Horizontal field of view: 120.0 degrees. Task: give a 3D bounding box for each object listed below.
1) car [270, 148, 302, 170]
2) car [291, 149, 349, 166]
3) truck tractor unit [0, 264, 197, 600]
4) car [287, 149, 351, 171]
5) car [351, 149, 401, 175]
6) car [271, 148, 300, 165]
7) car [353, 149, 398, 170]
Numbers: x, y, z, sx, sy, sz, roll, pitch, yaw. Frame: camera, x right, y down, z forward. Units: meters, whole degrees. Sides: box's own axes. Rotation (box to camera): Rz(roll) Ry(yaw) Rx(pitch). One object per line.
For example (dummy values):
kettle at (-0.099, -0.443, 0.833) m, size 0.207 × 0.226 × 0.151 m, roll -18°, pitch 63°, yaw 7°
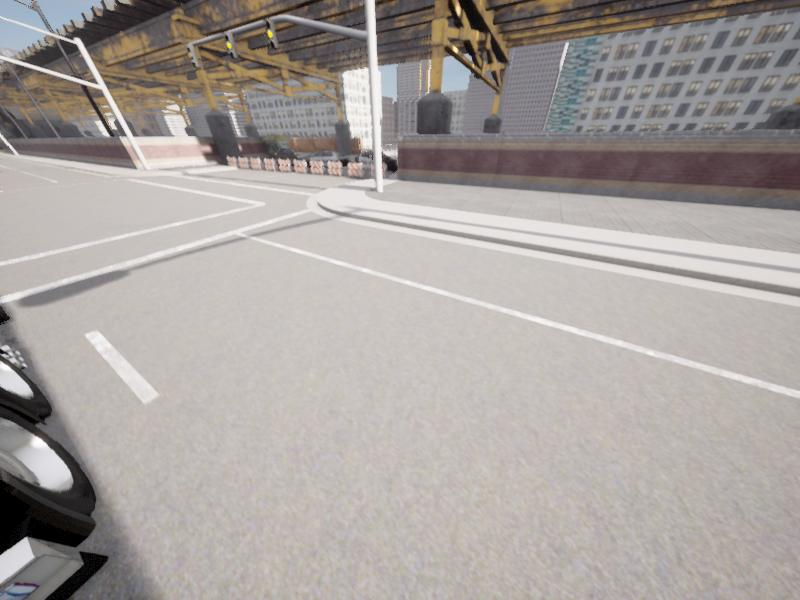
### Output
car at (-11.105, -14.034, 22.797) m, size 2.038 × 1.542 × 4.974 m, roll -10°, pitch 36°, yaw -13°
car at (-7.059, -12.866, 20.819) m, size 4.536 × 1.218 × 1.853 m, roll -4°, pitch 35°, yaw -5°
truck tractor unit at (-5.110, -0.302, 0.780) m, size 6.516 × 4.208 × 3.053 m, roll 18°, pitch 39°, yaw 24°
car at (-7.109, -12.733, 20.904) m, size 4.974 × 1.542 × 2.038 m, roll -4°, pitch 35°, yaw -5°
car at (-2.068, -11.605, 19.250) m, size 2.038 × 1.542 × 4.974 m, roll -19°, pitch 39°, yaw -25°
car at (-11.120, -14.191, 22.747) m, size 1.853 × 1.218 × 4.536 m, roll -10°, pitch 36°, yaw -13°
car at (-2.096, -11.759, 19.196) m, size 1.853 × 1.218 × 4.536 m, roll -19°, pitch 39°, yaw -25°
